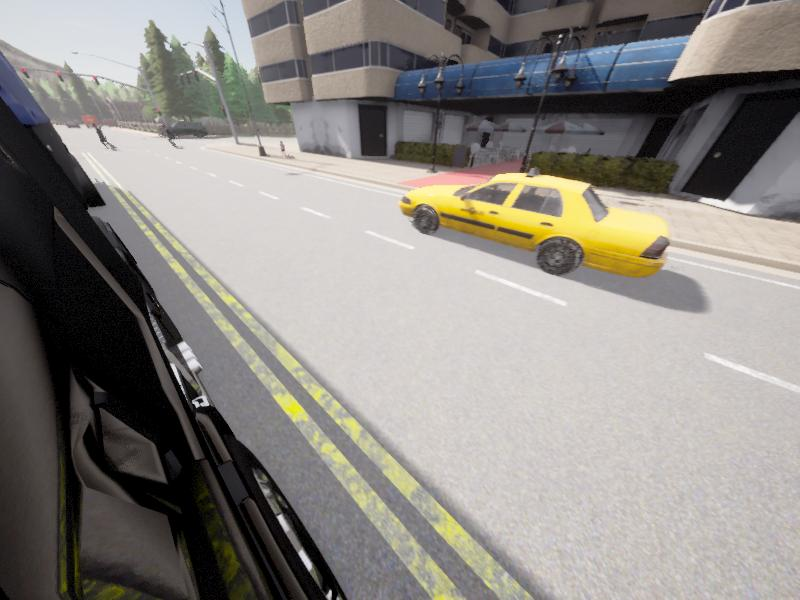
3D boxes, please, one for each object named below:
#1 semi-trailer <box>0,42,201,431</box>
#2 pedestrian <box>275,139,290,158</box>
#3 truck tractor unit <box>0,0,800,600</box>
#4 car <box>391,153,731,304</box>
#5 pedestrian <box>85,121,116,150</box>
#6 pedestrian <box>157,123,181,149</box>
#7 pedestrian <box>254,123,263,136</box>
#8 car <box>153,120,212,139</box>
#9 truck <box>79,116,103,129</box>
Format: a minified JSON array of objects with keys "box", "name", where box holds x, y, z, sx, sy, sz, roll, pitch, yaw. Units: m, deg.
[{"box":[-8.699,-3.569,4.281,14.254,4.402,2.717,28,44,30],"name":"semi-trailer"},{"box":[-8.471,-10.958,16.686,0.500,1.100,0.500,28,44,31],"name":"pedestrian"},{"box":[-2.645,-0.295,0.351,6.516,4.208,3.053,28,44,30],"name":"truck tractor unit"},{"box":[2.392,-2.045,5.095,5.366,1.575,1.801,28,44,31],"name":"car"},{"box":[-24.409,-13.402,18.873,0.751,1.860,0.751,29,44,31],"name":"pedestrian"},{"box":[-21.383,-15.204,21.436,0.751,1.860,0.751,26,43,29],"name":"pedestrian"},{"box":[-26.181,-31.547,42.807,0.751,1.860,0.751,29,44,31],"name":"pedestrian"},{"box":[-31.314,-24.666,33.495,2.150,2.045,5.566,29,44,31],"name":"car"},{"box":[-78.317,-45.077,58.553,5.204,2.467,2.627,28,44,31],"name":"truck"}]
